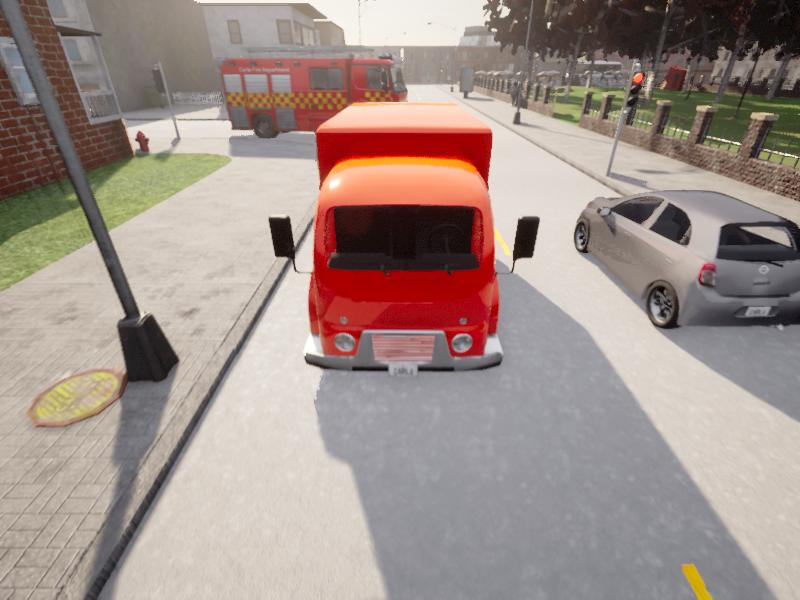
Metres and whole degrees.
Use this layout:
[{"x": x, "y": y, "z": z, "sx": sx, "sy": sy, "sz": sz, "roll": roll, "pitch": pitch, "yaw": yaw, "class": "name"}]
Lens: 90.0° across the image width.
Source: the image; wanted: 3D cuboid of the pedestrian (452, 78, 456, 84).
[{"x": 10.983, "y": -44.219, "z": 80.780, "sx": 0.500, "sy": 1.100, "sz": 0.500, "roll": -16, "pitch": 34, "yaw": -26, "class": "pedestrian"}]

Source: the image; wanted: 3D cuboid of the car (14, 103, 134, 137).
[{"x": -16.604, "y": -9.281, "z": 20.601, "sx": 4.181, "sy": 1.385, "sz": 1.994, "roll": 0, "pitch": 30, "yaw": 0, "class": "car"}]

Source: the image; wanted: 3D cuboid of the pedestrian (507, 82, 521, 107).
[{"x": 9.473, "y": -17.083, "z": 33.258, "sx": 0.751, "sy": 1.860, "sz": 0.751, "roll": 0, "pitch": 30, "yaw": 0, "class": "pedestrian"}]

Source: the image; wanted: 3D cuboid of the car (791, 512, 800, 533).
[{"x": 4.068, "y": 2.462, "z": 0.436, "sx": 2.033, "sy": 1.411, "sz": 5.357, "roll": 0, "pitch": 30, "yaw": 0, "class": "car"}]

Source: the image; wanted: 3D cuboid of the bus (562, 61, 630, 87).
[{"x": 37.425, "y": -43.387, "z": 76.718, "sx": 10.273, "sy": 4.253, "sz": 3.944, "roll": 0, "pitch": 30, "yaw": 0, "class": "bus"}]

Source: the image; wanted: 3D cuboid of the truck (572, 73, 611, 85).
[{"x": 38.446, "y": -44.492, "z": 80.559, "sx": 6.274, "sy": 2.098, "sz": 2.390, "roll": 0, "pitch": 30, "yaw": 0, "class": "truck"}]

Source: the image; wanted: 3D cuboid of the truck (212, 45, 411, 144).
[{"x": -3.901, "y": -9.896, "z": 19.224, "sx": 8.468, "sy": 3.827, "sz": 2.891, "roll": 5, "pitch": 31, "yaw": 9, "class": "truck"}]

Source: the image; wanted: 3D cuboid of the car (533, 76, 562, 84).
[{"x": 29.711, "y": -44.355, "z": 80.642, "sx": 5.008, "sy": 1.535, "sz": 1.882, "roll": 0, "pitch": 30, "yaw": 0, "class": "car"}]

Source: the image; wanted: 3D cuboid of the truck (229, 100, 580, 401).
[{"x": 0.054, "y": -1.333, "z": 5.858, "sx": 2.627, "sy": 2.467, "sz": 5.204, "roll": 0, "pitch": 31, "yaw": 0, "class": "truck"}]

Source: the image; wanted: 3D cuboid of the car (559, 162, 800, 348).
[{"x": 4.198, "y": -0.975, "z": 6.199, "sx": 1.845, "sy": 1.501, "sz": 3.633, "roll": -1, "pitch": 30, "yaw": -1, "class": "car"}]
